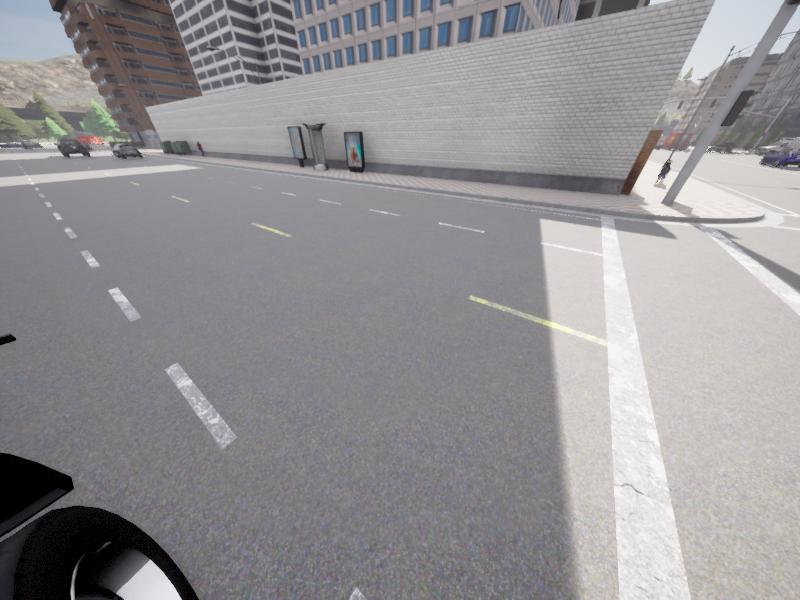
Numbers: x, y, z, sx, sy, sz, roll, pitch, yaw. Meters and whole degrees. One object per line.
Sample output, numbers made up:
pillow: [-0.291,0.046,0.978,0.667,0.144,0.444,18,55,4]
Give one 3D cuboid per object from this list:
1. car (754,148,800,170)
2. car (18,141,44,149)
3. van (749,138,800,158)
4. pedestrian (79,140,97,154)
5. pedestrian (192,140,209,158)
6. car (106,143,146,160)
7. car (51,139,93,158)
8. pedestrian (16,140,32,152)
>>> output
car: [37.656,-13.796,22.478,2.007,1.525,4.514,22,41,28]
car: [-87.572,-36.869,54.898,1.816,1.474,4.193,-23,41,-29]
van: [59.191,-23.106,35.020,6.366,2.431,2.351,10,36,14]
pedestrian: [-50.964,-24.938,37.741,0.751,1.860,0.751,-20,40,-26]
pedestrian: [-25.090,-19.048,29.068,0.751,1.860,0.751,17,38,22]
car: [-35.338,-19.199,29.760,4.856,1.649,2.033,22,41,28]
car: [-45.133,-20.879,31.760,5.566,2.045,2.150,22,41,28]
pedestrian: [-70.265,-28.867,43.214,0.751,1.860,0.751,26,43,32]
